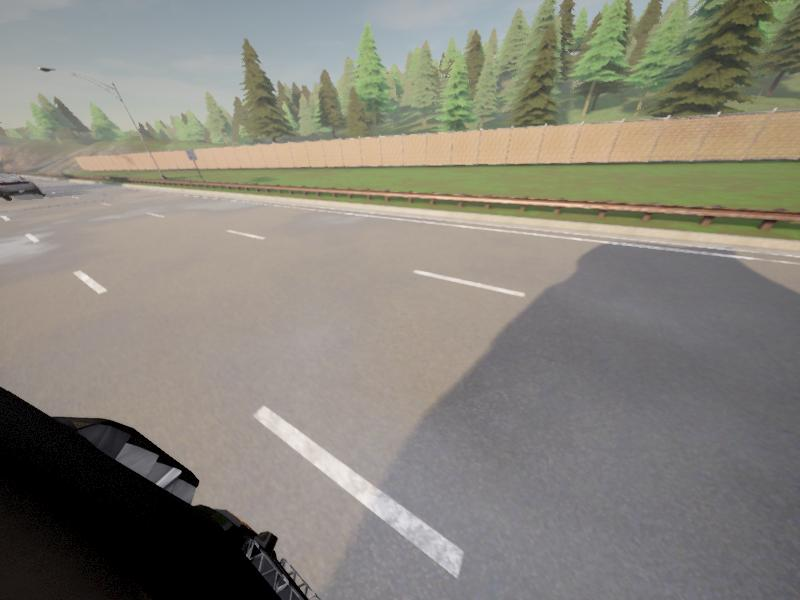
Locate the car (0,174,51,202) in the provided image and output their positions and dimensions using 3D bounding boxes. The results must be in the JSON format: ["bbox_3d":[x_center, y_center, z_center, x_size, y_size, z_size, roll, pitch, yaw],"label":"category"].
[{"bbox_3d":[-30.145,-8.835,18.054,4.902,1.511,2.128,16,38,26],"label":"car"}]
